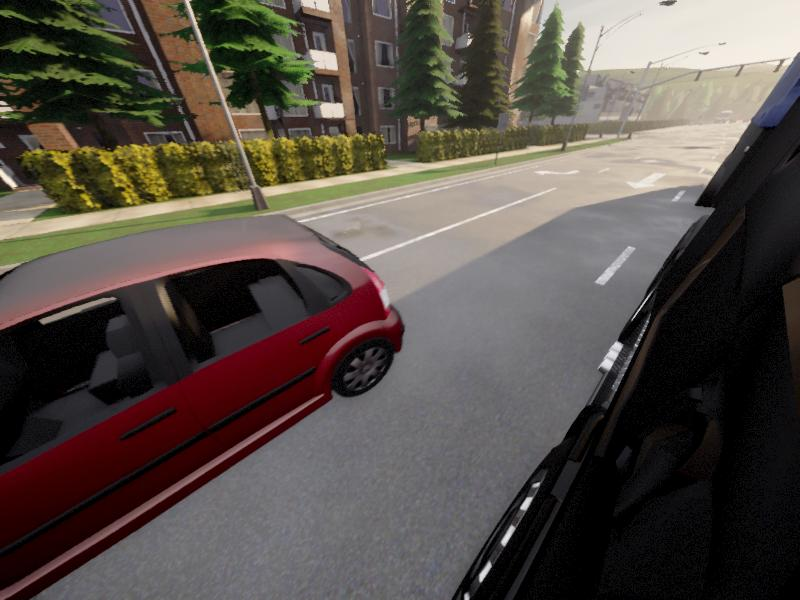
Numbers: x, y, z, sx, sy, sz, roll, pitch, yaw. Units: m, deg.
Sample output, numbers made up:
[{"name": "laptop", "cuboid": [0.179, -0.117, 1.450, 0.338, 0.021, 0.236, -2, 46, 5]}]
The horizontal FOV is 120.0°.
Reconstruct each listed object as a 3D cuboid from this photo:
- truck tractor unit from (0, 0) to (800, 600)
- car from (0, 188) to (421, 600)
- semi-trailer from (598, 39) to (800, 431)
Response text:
[{"name": "truck tractor unit", "cuboid": [2.645, -0.295, 0.351, 6.516, 4.208, 3.053, -28, 44, -30]}, {"name": "car", "cuboid": [-1.950, 0.475, 1.728, 3.988, 1.617, 1.851, -27, 43, -30]}, {"name": "semi-trailer", "cuboid": [8.700, -3.571, 4.274, 14.254, 4.402, 2.717, -28, 43, -30]}]
